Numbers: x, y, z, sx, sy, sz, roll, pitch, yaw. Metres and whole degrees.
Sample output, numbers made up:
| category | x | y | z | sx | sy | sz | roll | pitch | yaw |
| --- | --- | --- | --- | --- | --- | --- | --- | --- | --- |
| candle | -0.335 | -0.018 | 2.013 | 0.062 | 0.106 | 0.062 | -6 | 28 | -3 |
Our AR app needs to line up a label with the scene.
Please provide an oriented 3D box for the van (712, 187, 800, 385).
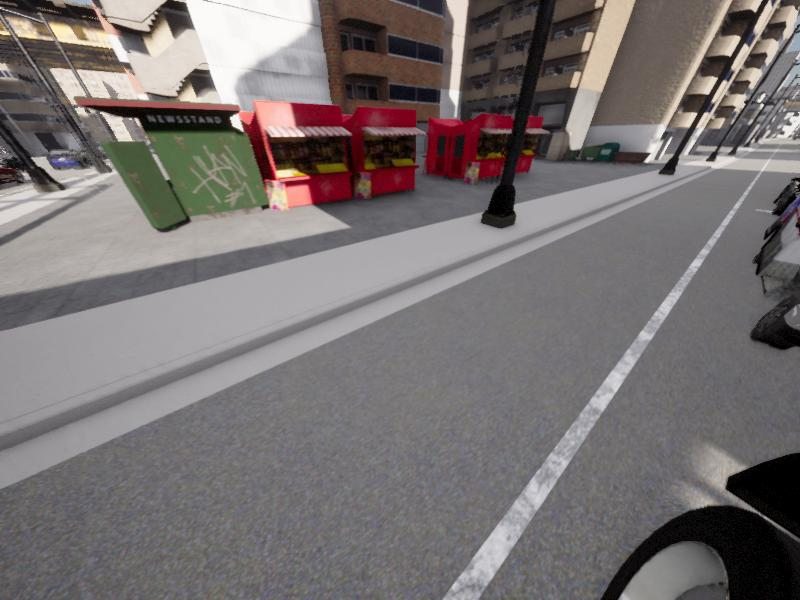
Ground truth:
| category | x | y | z | sx | sy | sz | roll | pitch | yaw |
| --- | --- | --- | --- | --- | --- | --- | --- | --- | --- |
| van | 7.320 | -0.883 | 3.061 | 6.366 | 2.431 | 2.351 | -23 | 41 | -29 |

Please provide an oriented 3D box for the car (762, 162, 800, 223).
| category | x | y | z | sx | sy | sz | roll | pitch | yaw |
| --- | --- | --- | --- | --- | --- | --- | --- | --- | --- |
| car | 15.107 | -3.778 | 8.024 | 4.902 | 1.511 | 2.128 | -23 | 41 | -29 |

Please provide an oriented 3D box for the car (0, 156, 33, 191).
| category | x | y | z | sx | sy | sz | roll | pitch | yaw |
| --- | --- | --- | --- | --- | --- | --- | --- | --- | --- |
| car | -23.094 | -6.802 | 12.521 | 1.812 | 1.442 | 4.674 | -23 | 41 | -28 |
